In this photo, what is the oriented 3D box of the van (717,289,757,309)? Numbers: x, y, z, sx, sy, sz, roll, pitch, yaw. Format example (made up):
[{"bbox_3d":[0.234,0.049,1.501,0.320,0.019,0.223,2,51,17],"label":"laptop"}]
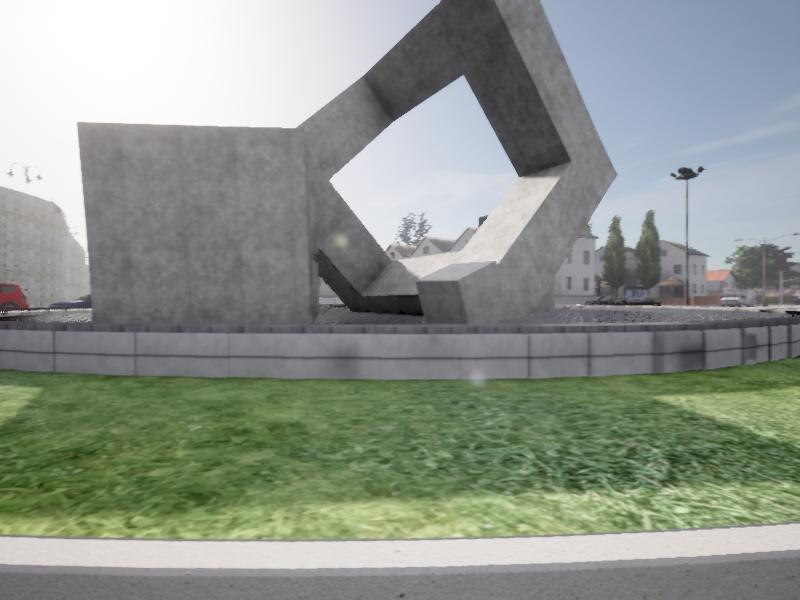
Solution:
[{"bbox_3d":[43.525,-0.140,51.582,6.366,2.431,2.351,0,0,-35],"label":"van"}]

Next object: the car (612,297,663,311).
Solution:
[{"bbox_3d":[23.221,0.409,39.153,4.718,1.301,1.895,0,0,-24],"label":"car"}]

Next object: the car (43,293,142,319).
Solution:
[{"bbox_3d":[-19.273,0.324,25.348,1.812,1.442,4.674,0,0,23],"label":"car"}]

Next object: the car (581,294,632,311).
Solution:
[{"bbox_3d":[21.852,0.243,42.349,5.238,1.638,1.930,0,0,-24],"label":"car"}]

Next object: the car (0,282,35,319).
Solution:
[{"bbox_3d":[-23.745,0.018,21.727,2.150,2.045,5.566,0,0,11],"label":"car"}]
